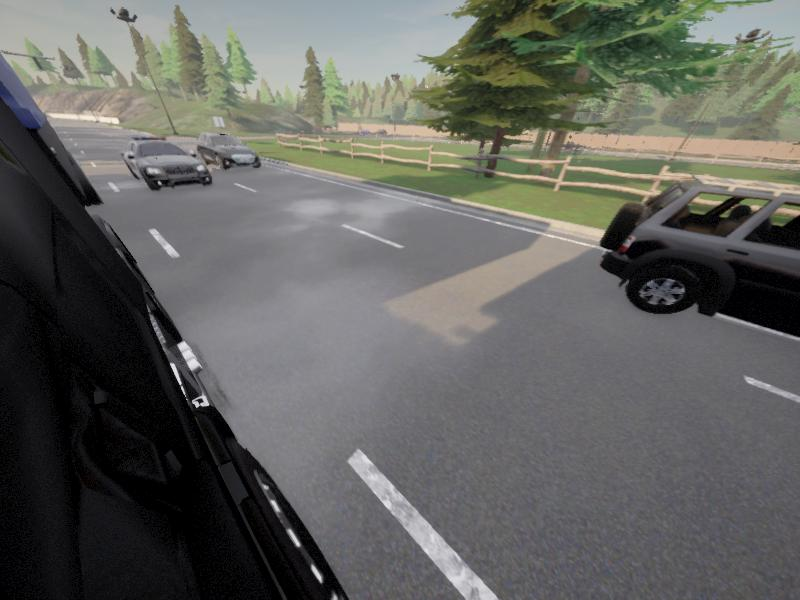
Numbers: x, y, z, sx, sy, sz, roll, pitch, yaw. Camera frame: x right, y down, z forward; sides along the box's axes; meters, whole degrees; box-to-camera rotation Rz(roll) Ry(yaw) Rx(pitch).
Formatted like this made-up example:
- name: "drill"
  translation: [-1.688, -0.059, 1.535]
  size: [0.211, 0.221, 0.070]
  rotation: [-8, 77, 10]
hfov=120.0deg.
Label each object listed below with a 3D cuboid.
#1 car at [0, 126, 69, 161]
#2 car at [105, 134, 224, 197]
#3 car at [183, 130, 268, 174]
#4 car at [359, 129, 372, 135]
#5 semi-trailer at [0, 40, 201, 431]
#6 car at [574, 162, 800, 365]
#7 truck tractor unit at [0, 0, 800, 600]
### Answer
- name: "car"
  translation: [-21.777, -9.316, 13.638]
  size: [4.181, 1.385, 1.994]
  rotation: [28, 43, 30]
- name: "car"
  translation: [-9.491, -5.556, 9.254]
  size: [4.974, 1.542, 2.038]
  rotation: [28, 43, 30]
- name: "car"
  translation: [-10.024, -8.603, 13.246]
  size: [4.856, 1.649, 2.033]
  rotation: [28, 43, 30]
- name: "car"
  translation: [-12.300, -59.724, 82.220]
  size: [4.514, 1.525, 2.007]
  rotation: [28, 43, 30]
- name: "semi-trailer"
  translation: [-8.698, -3.599, 4.238]
  size: [14.254, 4.402, 2.717]
  rotation: [28, 43, 30]
- name: "car"
  translation: [5.529, -0.418, 3.034]
  size: [4.605, 1.855, 1.932]
  rotation: [28, 43, 30]
- name: "truck tractor unit"
  translation: [-2.645, -0.295, 0.351]
  size: [6.516, 4.208, 3.053]
  rotation: [28, 44, 30]
